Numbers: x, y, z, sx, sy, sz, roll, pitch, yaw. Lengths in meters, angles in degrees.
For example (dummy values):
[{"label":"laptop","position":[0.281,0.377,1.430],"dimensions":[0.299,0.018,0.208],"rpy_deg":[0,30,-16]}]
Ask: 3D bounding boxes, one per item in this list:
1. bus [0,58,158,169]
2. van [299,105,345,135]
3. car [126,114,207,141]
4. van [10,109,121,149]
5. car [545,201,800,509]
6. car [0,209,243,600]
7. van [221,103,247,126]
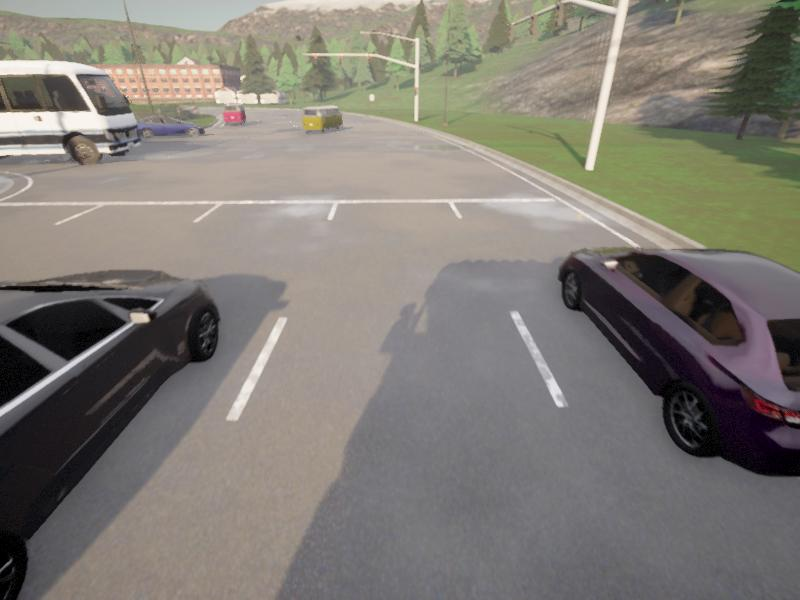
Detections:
[{"label":"bus","position":[-18.078,-8.626,18.558],"dimensions":[10.273,4.253,3.944],"rpy_deg":[-4,29,-6]},{"label":"van","position":[-6.378,-15.099,33.430],"dimensions":[1.775,1.987,4.442],"rpy_deg":[9,29,16]},{"label":"car","position":[-17.236,-12.863,29.707],"dimensions":[4.792,1.488,2.163],"rpy_deg":[-14,31,-25]},{"label":"van","position":[-20.718,-10.748,25.044],"dimensions":[4.480,2.038,2.069],"rpy_deg":[-3,28,-5]},{"label":"car","position":[3.458,0.071,4.780],"dimensions":[1.816,1.474,4.193],"rpy_deg":[0,27,-1]},{"label":"car","position":[-3.526,0.651,3.471],"dimensions":[2.242,1.667,4.611],"rpy_deg":[1,27,2]},{"label":"van","position":[-17.530,-19.739,42.386],"dimensions":[1.775,1.987,4.442],"rpy_deg":[-6,28,-12]}]
